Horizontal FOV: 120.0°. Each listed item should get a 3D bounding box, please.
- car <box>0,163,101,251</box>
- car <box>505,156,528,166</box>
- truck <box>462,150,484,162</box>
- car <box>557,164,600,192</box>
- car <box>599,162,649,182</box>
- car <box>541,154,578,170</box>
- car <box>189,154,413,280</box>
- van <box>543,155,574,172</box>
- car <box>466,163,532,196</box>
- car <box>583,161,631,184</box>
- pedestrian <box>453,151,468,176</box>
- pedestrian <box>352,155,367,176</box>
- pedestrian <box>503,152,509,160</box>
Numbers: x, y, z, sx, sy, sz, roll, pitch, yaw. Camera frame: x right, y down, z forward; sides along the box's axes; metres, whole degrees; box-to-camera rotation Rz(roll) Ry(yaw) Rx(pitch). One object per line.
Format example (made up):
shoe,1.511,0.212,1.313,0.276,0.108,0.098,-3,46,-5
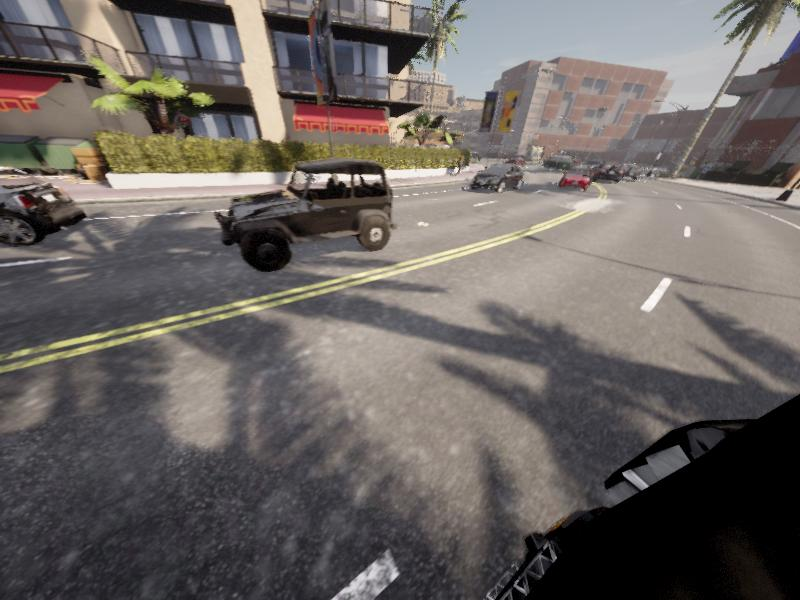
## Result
car,-9.817,-1.913,4.755,3.806,1.475,1.970,-15,37,-25
car,23.214,-27.803,46.218,1.994,1.385,4.181,-3,34,-9
truck,17.464,-34.829,55.692,2.390,2.098,6.274,-4,34,-11
car,13.875,-9.626,18.056,2.007,1.525,4.514,22,38,26
car,26.423,-15.409,27.592,2.152,1.651,5.027,11,34,12
car,27.765,-24.231,40.573,2.150,2.045,5.566,0,34,-5
car,-1.892,-2.150,5.322,3.866,1.878,1.905,-18,39,-28
van,24.327,-21.102,35.668,1.775,1.987,4.442,5,34,3
car,6.561,-8.016,15.126,1.837,1.490,4.892,30,42,34
car,21.630,-13.578,24.444,2.242,1.667,4.611,14,36,17
pedestrian,5.400,-12.230,20.726,0.751,1.860,0.751,24,39,28
pedestrian,-3.104,-10.373,17.838,0.751,1.300,0.751,-24,42,-34
pedestrian,29.714,-40.307,64.735,0.751,1.860,0.751,-9,35,-17
